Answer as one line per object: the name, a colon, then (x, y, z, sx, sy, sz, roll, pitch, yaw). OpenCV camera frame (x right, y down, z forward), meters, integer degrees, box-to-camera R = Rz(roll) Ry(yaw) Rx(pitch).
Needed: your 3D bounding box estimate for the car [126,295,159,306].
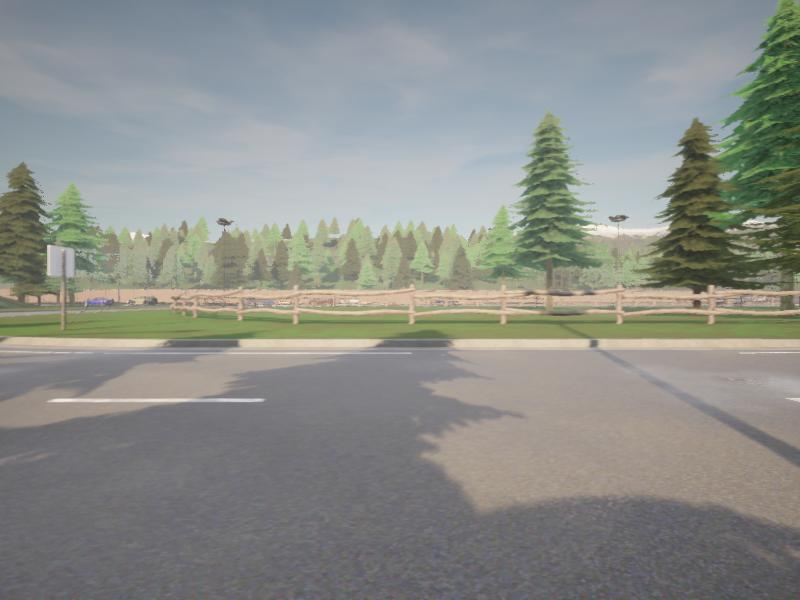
car: (-44.967, 0.069, 69.977, 4.605, 1.855, 1.932, 0, 0, 0)

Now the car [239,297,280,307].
car: (-20.915, 0.302, 59.556, 5.357, 1.411, 2.033, 0, 0, 0)
